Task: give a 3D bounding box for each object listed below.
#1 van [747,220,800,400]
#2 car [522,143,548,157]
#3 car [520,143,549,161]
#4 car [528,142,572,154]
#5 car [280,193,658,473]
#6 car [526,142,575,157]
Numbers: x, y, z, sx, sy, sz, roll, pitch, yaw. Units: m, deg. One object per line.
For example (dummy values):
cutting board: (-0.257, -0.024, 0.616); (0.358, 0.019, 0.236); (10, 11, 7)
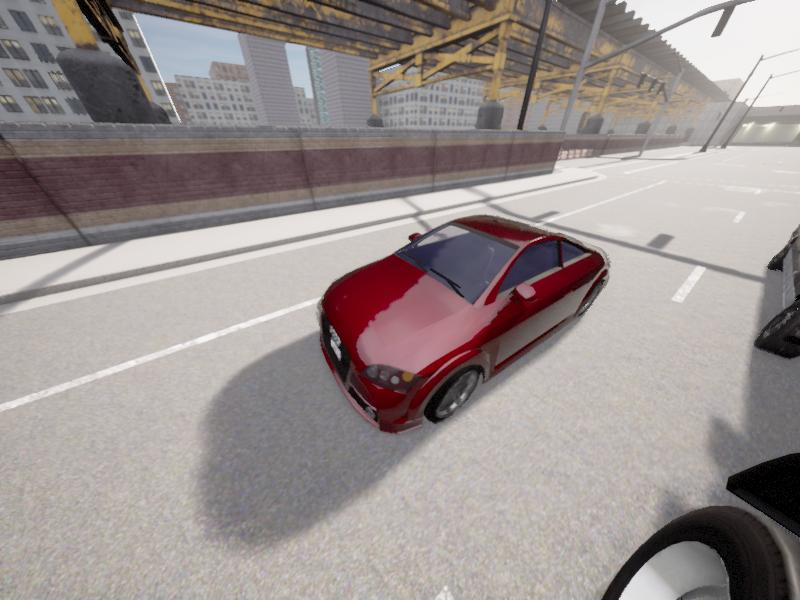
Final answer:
van: (6.840, -0.699, 2.618); (5.915, 2.561, 1.988); (-22, 41, -29)
car: (15.971, -17.971, 27.604); (1.853, 1.218, 4.536); (11, 37, 15)
car: (15.955, -17.813, 27.654); (2.038, 1.542, 4.974); (11, 37, 15)
car: (19.825, -20.113, 30.610); (4.536, 1.218, 1.853); (-4, 35, -5)
car: (1.011, -0.288, 3.116); (4.181, 1.385, 1.994); (-21, 40, -26)
car: (19.878, -19.988, 30.706); (4.974, 1.542, 2.038); (-4, 35, -5)
